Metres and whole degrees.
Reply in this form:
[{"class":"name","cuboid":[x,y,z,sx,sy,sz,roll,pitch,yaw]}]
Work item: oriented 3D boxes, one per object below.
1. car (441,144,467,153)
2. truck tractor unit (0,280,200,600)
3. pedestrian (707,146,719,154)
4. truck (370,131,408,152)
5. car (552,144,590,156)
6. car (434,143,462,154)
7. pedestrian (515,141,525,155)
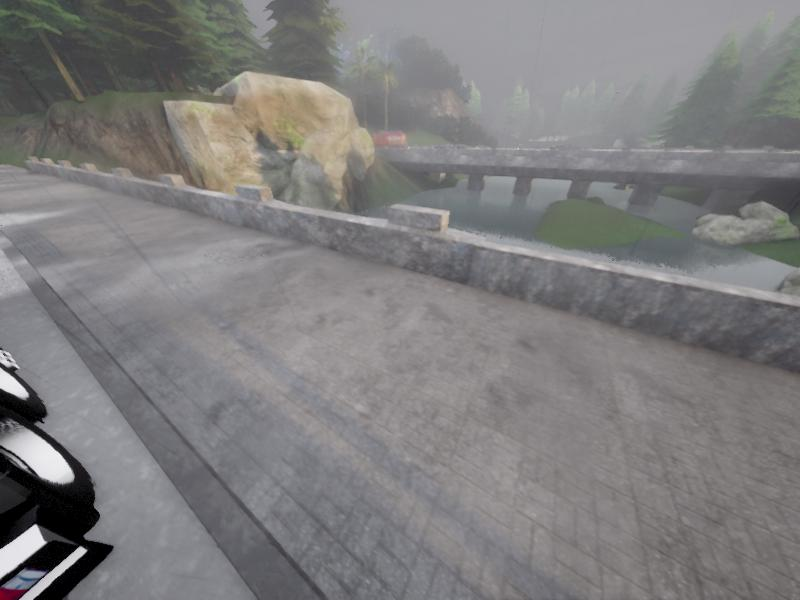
[{"class":"car","cuboid":[11.156,-31.563,47.958,4.674,1.442,1.812,18,39,25]},{"class":"truck tractor unit","cuboid":[-5.137,-0.274,0.736,6.516,4.208,3.053,17,39,23]},{"class":"pedestrian","cuboid":[47.806,-22.905,35.274,0.500,1.100,0.500,17,38,23]},{"class":"truck","cuboid":[-2.593,-37.068,53.903,8.468,3.827,2.891,19,39,25]},{"class":"car","cuboid":[26.927,-23.729,36.496,4.514,1.525,2.007,18,39,25]},{"class":"car","cuboid":[9.301,-29.569,45.029,5.008,1.535,1.882,19,39,24]},{"class":"pedestrian","cuboid":[18.498,-23.421,35.612,0.751,1.860,0.751,-29,44,-35]}]
